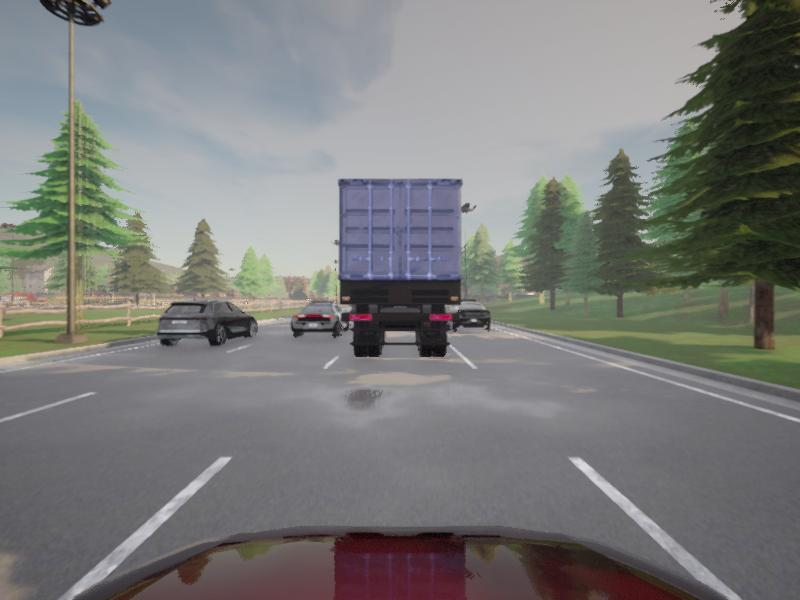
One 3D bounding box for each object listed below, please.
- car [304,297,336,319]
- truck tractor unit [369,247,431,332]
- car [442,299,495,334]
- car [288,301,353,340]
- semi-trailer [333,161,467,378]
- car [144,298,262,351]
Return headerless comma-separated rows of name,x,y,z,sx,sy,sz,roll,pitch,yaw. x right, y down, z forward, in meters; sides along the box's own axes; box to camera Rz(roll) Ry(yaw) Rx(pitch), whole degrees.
car,-6.998,0.642,35.348,1.932,1.855,4.605,0,0,0
truck tractor unit,-0.011,-0.530,23.144,3.053,4.208,6.516,0,0,0
car,3.501,0.765,21.523,1.930,1.638,5.238,0,0,0
car,-3.499,0.821,18.574,2.038,1.542,4.974,0,0,0
semi-trailer,0.002,-0.624,15.226,2.717,4.402,14.254,0,0,0
car,-6.999,0.773,14.945,2.033,1.649,4.856,0,0,0
